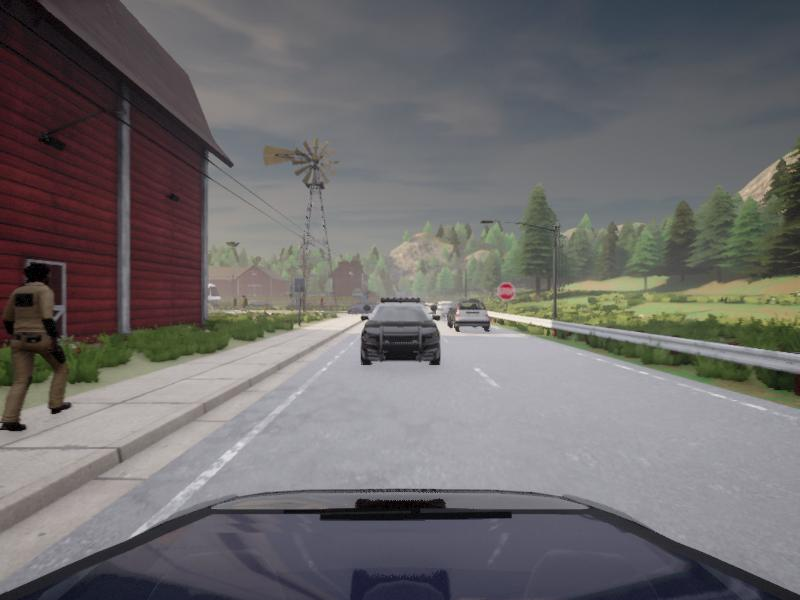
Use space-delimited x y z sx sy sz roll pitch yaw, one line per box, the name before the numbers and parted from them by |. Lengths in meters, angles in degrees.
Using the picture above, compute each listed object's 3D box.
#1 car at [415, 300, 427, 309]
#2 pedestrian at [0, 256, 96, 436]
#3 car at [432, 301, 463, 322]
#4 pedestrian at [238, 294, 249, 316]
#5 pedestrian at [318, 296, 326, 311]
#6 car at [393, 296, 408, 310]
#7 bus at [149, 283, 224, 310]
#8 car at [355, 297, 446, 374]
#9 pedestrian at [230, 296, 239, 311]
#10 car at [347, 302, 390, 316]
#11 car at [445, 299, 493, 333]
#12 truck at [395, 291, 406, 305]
car | 3.562 0.775 68.427 1.816 1.474 4.193 0 0 0
pedestrian | -4.093 0.479 4.512 0.751 1.860 0.751 0 0 -2
car | 3.530 0.834 30.614 1.812 1.442 4.674 0 0 0
pedestrian | -13.719 0.444 35.124 0.751 1.860 0.751 0 0 -9
pedestrian | -9.321 0.429 47.724 0.751 1.860 0.751 0 0 6
car | 0.057 0.496 62.285 2.150 2.045 5.566 0 0 0
bus | -34.895 -0.615 65.666 10.273 4.253 3.944 0 0 -1
car | 0.012 0.757 11.066 1.930 1.638 5.238 0 0 0
pedestrian | -21.084 0.425 51.013 0.751 1.860 0.751 0 0 21
car | -3.234 0.860 40.656 4.181 1.385 1.994 0 0 -11
car | 3.524 0.763 21.218 1.851 1.617 3.988 0 0 0
truck | 0.102 -0.458 115.575 2.891 3.827 8.468 0 0 0
